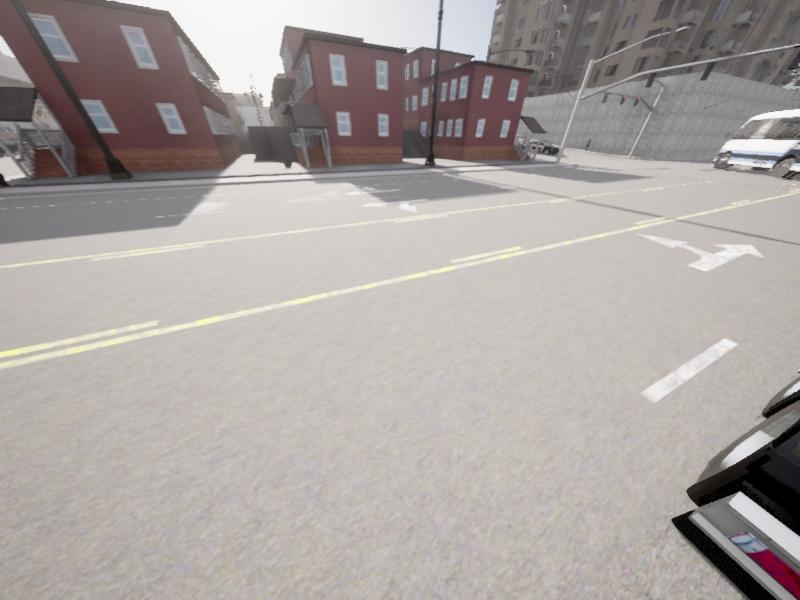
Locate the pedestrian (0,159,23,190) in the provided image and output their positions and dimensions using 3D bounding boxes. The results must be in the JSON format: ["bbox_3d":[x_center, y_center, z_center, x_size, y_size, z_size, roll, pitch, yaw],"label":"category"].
[{"bbox_3d":[-18.669,-6.041,10.403,0.751,1.860,0.751,-15,38,-21],"label":"pedestrian"}]

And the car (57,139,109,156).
[{"bbox_3d":[-42.703,-20.744,31.315,1.932,1.855,4.605,-14,38,-20],"label":"car"}]

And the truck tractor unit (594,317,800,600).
[{"bbox_3d":[5.200,-0.200,0.644,6.516,4.208,3.053,-14,38,-20],"label":"truck tractor unit"}]

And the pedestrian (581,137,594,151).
[{"bbox_3d":[29.964,-24.857,36.869,0.751,1.860,0.751,-14,38,-19],"label":"pedestrian"}]

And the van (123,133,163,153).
[{"bbox_3d":[-43.265,-26.667,39.164,1.988,2.561,5.915,-14,38,-20],"label":"van"}]

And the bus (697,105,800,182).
[{"bbox_3d":[29.946,-11.717,17.324,3.944,4.253,10.273,13,37,13],"label":"bus"}]

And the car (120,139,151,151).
[{"bbox_3d":[-49.035,-28.835,42.970,2.033,1.649,4.856,-14,38,-20],"label":"car"}]

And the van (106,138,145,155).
[{"bbox_3d":[-40.478,-22.838,34.224,1.775,1.987,4.442,-14,38,-19],"label":"van"}]

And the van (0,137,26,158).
[{"bbox_3d":[-48.220,-18.055,27.328,1.775,1.987,4.442,-14,37,-20],"label":"van"}]

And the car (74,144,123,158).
[{"bbox_3d":[-37.493,-18.716,28.939,1.994,1.385,4.181,-14,37,-19],"label":"car"}]

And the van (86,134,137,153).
[{"bbox_3d":[-45.949,-25.174,37.103,2.351,2.431,6.366,-14,38,-20],"label":"van"}]

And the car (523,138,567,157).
[{"bbox_3d":[20.853,-22.230,33.513,1.930,1.638,5.238,-14,43,-20],"label":"car"}]
